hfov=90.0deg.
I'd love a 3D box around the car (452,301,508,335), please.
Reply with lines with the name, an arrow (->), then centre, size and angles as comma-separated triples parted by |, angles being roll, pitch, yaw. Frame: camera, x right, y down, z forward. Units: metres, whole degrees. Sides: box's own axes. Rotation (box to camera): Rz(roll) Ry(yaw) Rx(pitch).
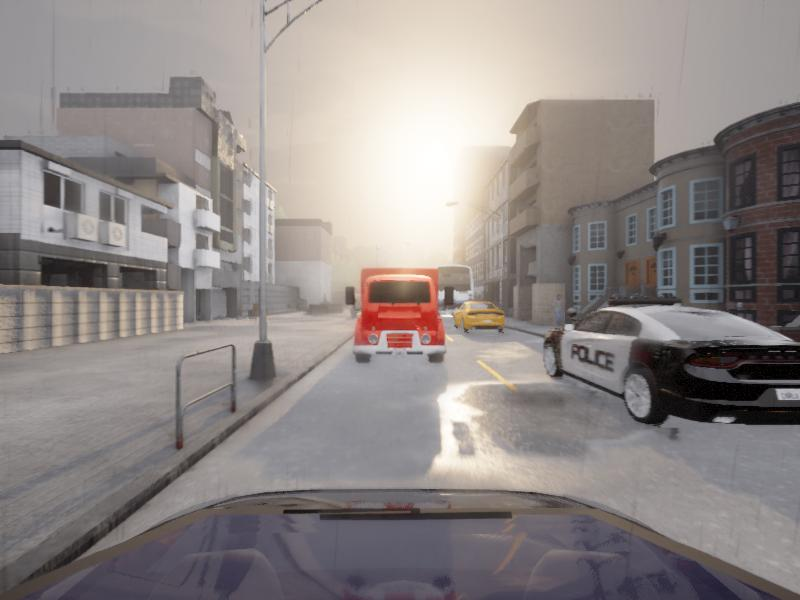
car -> 3.978, 0.817, 20.713 | 1.882, 1.535, 5.008 | 0, 0, 0

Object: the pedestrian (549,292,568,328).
pedestrian -> 8.343, 0.527, 21.080 | 0.751, 1.860, 0.751 | 0, 0, 2

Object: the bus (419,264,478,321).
bus -> 3.845, -0.543, 35.049 | 3.944, 4.253, 10.273 | 0, 0, 0

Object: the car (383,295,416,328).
car -> -0.026, 0.640, 24.482 | 1.905, 1.878, 3.866 | 0, 0, 0

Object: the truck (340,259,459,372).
truck -> -0.013, 0.360, 11.408 | 2.627, 2.467, 5.204 | 0, 0, 0

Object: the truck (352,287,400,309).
truck -> -4.280, -0.343, 72.327 | 8.468, 3.827, 2.891 | 0, 0, 0

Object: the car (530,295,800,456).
car -> 3.990, 0.769, 6.689 | 1.930, 1.638, 5.238 | 0, 0, 0
